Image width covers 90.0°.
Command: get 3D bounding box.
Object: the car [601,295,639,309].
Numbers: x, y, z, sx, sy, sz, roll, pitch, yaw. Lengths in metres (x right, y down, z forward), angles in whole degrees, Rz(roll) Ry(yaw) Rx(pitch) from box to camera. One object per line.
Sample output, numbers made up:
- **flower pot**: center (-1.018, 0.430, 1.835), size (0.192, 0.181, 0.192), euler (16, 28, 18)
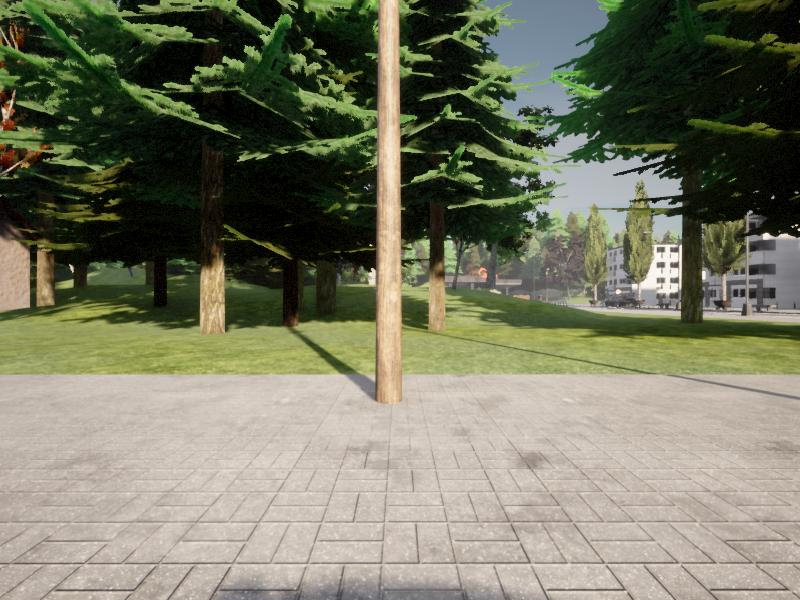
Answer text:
- **car**: center (25.592, 0.244, 46.768), size (1.837, 1.490, 4.892), euler (0, 0, 0)
